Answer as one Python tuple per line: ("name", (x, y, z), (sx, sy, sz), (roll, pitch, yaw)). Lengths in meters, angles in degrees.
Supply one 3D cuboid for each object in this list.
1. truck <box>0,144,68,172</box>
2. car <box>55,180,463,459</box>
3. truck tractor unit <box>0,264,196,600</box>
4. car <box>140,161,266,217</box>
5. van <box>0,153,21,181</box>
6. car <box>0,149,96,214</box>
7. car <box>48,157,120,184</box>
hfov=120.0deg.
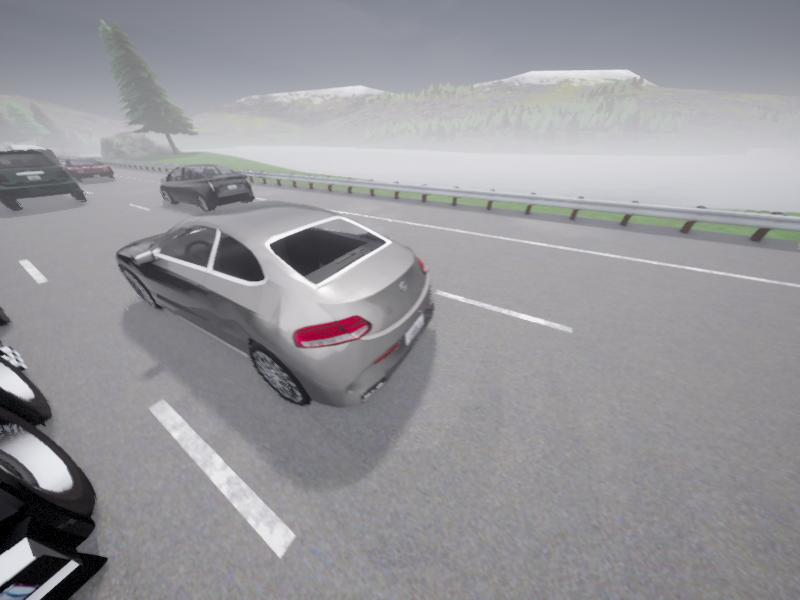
("truck", (-36.559, -14.205, 22.990), (6.274, 2.098, 2.390), (18, 39, 24))
("car", (-2.000, -0.521, 3.365), (5.027, 1.651, 2.152), (18, 39, 24))
("truck tractor unit", (-5.113, -0.297, 0.787), (6.516, 4.208, 3.053), (18, 39, 24))
("car", (-8.159, -4.781, 9.638), (4.514, 1.525, 2.007), (18, 39, 24))
("van", (-31.230, -10.152, 17.155), (4.480, 2.038, 2.069), (18, 39, 24))
("car", (-16.616, -5.430, 10.198), (5.566, 2.045, 2.150), (17, 39, 25))
("car", (-22.850, -9.441, 16.697), (4.718, 1.301, 1.895), (18, 39, 24))
